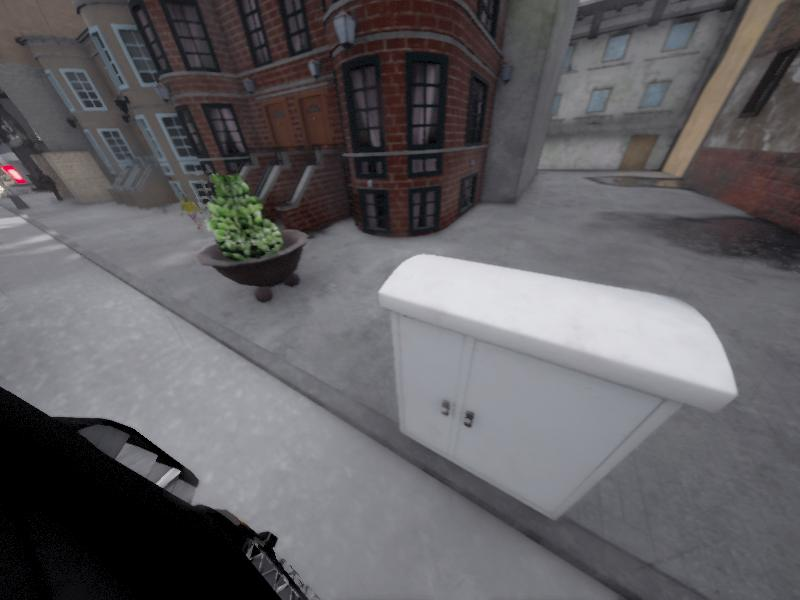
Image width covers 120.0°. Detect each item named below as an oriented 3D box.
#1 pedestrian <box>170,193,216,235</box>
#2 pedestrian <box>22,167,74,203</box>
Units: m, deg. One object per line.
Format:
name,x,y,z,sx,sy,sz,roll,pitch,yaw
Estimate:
pedestrian,-6.369,-2.664,7.141,0.500,1.100,0.500,14,37,23
pedestrian,-21.202,-6.963,13.970,0.751,1.860,0.751,11,36,19
